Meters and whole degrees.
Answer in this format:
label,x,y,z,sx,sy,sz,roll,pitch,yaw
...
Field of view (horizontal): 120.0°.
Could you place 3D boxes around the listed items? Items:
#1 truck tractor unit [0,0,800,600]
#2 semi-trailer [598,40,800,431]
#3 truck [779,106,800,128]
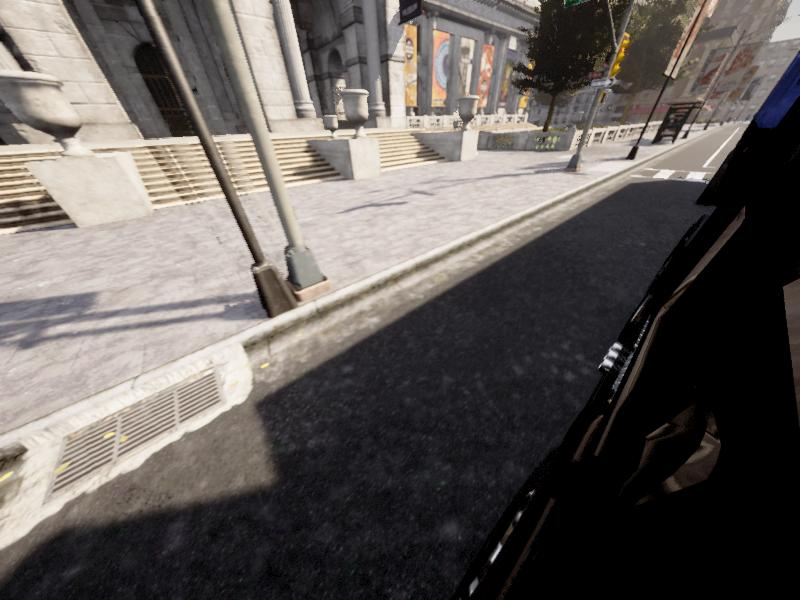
label,x,y,z,sx,sy,sz,roll,pitch,yaw
truck tractor unit,2.645,-0.295,0.351,6.516,4.208,3.053,-28,44,-30
semi-trailer,8.690,-3.607,4.242,14.254,4.402,2.717,-28,44,-30
truck,59.947,-27.391,34.451,5.204,2.467,2.627,-27,43,-29
